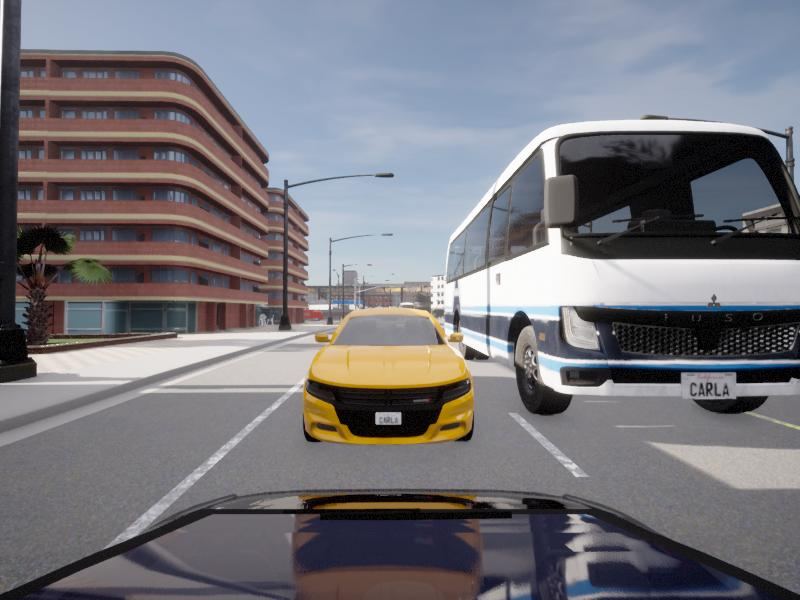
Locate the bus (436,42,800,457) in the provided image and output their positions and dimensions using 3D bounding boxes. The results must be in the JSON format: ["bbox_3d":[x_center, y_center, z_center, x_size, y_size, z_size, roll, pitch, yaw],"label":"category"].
[{"bbox_3d":[3.395,-0.452,9.263,3.944,4.253,10.273,0,-1,-1],"label":"bus"}]

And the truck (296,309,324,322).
[{"bbox_3d":[-17.929,3.118,79.874,5.204,2.467,2.627,0,-2,-2],"label":"truck"}]

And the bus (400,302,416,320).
[{"bbox_3d":[1.998,2.863,104.264,3.944,4.253,10.273,0,-2,-1],"label":"bus"}]

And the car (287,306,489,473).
[{"bbox_3d":[-0.160,0.861,6.233,1.882,1.535,5.008,0,-1,-1],"label":"car"}]
